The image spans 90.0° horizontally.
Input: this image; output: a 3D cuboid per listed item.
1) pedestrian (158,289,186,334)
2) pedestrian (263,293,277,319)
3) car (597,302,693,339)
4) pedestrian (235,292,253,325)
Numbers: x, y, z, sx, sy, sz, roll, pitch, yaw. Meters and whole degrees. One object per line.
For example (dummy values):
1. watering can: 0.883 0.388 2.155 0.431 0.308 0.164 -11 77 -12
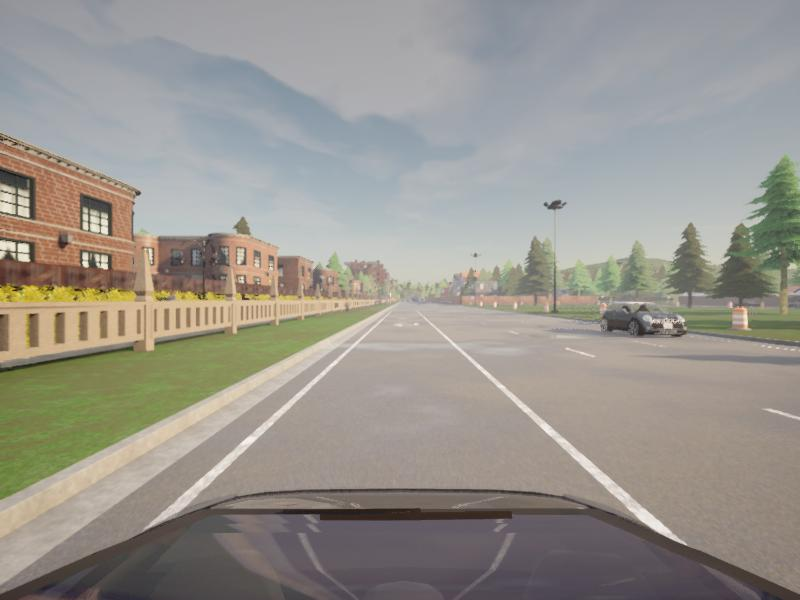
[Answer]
1. pedestrian: -9.686 0.462 17.000 0.751 1.860 0.751 0 0 0
2. pedestrian: -9.410 0.447 28.939 0.751 1.860 0.751 0 0 -1
3. car: 10.701 0.829 17.823 1.970 1.475 3.806 0 0 1
4. pedestrian: -8.947 0.454 22.973 0.751 1.860 0.751 0 0 -1
